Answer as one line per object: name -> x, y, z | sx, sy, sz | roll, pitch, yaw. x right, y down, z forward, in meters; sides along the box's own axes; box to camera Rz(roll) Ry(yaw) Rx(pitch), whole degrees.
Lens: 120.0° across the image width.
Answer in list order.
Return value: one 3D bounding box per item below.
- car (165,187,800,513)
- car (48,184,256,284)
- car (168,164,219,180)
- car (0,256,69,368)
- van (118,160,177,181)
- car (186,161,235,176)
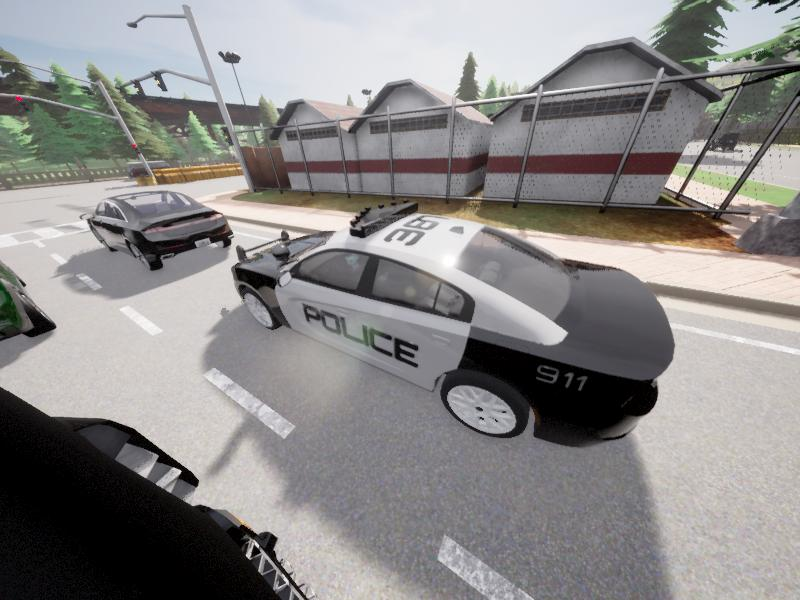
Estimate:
car -> -0.240, -0.327, 2.973 | 5.238, 1.638, 1.930 | 16, 38, 26
car -> -6.622, -2.082, 6.225 | 4.902, 1.511, 2.128 | 16, 38, 26
car -> -25.629, -16.031, 28.822 | 1.994, 1.385, 4.181 | 15, 37, 24
car -> -7.428, -0.190, 3.181 | 4.553, 1.767, 2.097 | 16, 38, 26
van -> -32.738, -16.901, 30.120 | 1.775, 1.987, 4.442 | 15, 37, 24
car -> -26.896, -18.843, 33.025 | 2.128, 1.511, 4.902 | 15, 37, 24
